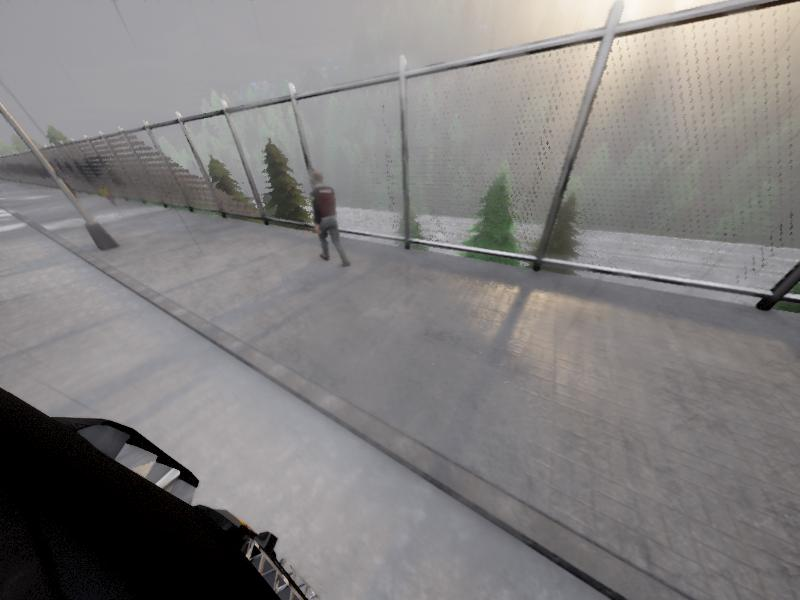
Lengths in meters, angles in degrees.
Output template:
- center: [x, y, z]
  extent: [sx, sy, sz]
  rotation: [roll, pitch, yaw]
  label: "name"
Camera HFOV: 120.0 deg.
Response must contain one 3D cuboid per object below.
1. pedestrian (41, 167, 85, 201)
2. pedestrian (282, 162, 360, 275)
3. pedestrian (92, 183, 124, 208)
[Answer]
- center: [-21.878, -7.525, 15.014]
  extent: [0.751, 1.860, 0.751]
  rotation: [18, 39, 28]
  label: "pedestrian"
- center: [-1.435, -1.550, 4.457]
  extent: [0.751, 1.860, 0.751]
  rotation: [25, 43, 35]
  label: "pedestrian"
- center: [-15.381, -5.520, 12.185]
  extent: [0.500, 1.100, 0.500]
  rotation: [18, 39, 28]
  label: "pedestrian"
